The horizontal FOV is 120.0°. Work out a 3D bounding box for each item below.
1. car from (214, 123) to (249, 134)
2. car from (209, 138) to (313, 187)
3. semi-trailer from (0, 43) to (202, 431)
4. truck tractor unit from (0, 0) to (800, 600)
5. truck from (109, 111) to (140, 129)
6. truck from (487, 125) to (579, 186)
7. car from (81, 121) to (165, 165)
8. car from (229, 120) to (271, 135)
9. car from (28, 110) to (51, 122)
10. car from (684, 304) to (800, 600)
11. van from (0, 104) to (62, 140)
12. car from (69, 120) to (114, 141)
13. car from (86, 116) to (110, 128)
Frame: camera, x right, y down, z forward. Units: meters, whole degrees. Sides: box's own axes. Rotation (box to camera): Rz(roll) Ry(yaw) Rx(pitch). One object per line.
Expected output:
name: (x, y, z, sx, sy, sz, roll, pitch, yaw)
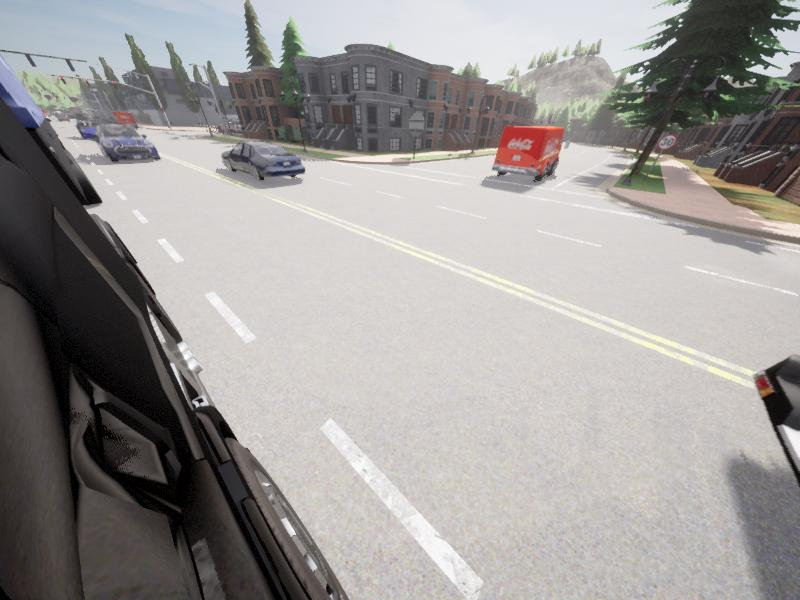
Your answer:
car: (-30.652, -31.310, 42.253, 2.007, 1.525, 4.514, 28, 44, 30)
car: (-6.763, -6.812, 11.151, 5.357, 1.411, 2.033, 28, 44, 30)
semi-trailer: (-8.698, -3.607, 4.225, 14.254, 4.402, 2.717, 28, 44, 30)
truck tractor unit: (-2.645, -0.295, 0.351, 6.516, 4.208, 3.053, 28, 44, 30)
truck: (-53.723, -35.082, 45.042, 5.204, 2.467, 2.627, 28, 44, 30)
truck: (7.800, -8.607, 13.525, 2.627, 2.467, 5.204, 30, 45, 31)
car: (-16.117, -9.229, 13.453, 4.553, 1.767, 2.097, 28, 44, 30)
car: (-26.776, -30.911, 41.532, 2.150, 2.045, 5.566, 28, 44, 30)
car: (-86.090, -43.978, 55.239, 5.566, 2.045, 2.150, 28, 44, 30)
car: (4.230, 1.594, 0.195, 4.605, 1.855, 1.932, 30, 45, 28)
van: (-34.819, -16.742, 21.779, 6.366, 2.431, 2.351, 28, 44, 30)
car: (-31.136, -17.146, 23.304, 4.514, 1.525, 2.007, 28, 44, 30)
car: (-58.476, -34.544, 44.710, 4.856, 1.649, 2.033, 28, 44, 30)
